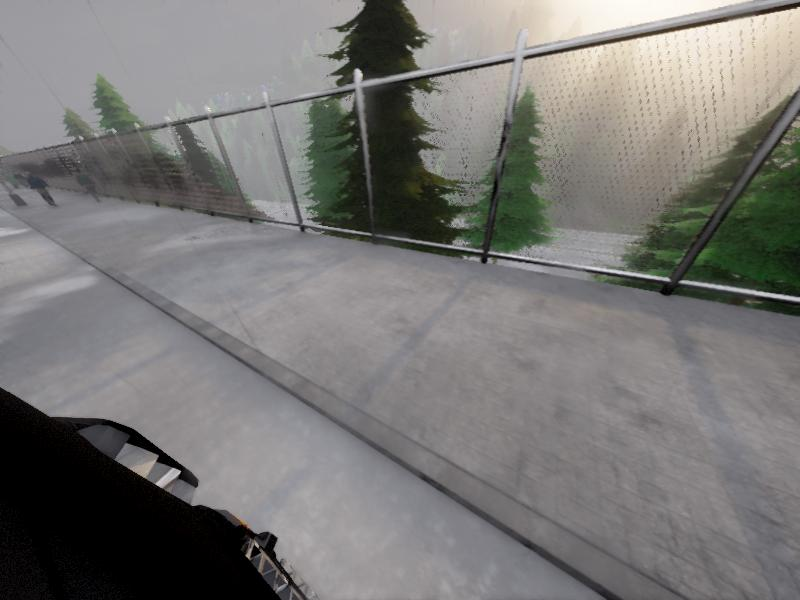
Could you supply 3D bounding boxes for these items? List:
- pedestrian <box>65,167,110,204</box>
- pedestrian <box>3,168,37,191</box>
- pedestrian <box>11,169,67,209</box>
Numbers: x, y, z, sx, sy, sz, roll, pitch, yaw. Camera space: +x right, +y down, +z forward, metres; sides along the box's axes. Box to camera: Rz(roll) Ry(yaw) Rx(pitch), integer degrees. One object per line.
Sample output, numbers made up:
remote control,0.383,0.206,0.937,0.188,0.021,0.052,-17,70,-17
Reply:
pedestrian,-18.207,-6.689,13.495,0.751,1.860,0.751,23,41,33
pedestrian,-36.698,-11.645,22.338,0.751,1.860,0.751,10,35,18
pedestrian,-19.697,-6.072,12.670,0.751,1.860,0.751,26,43,36
